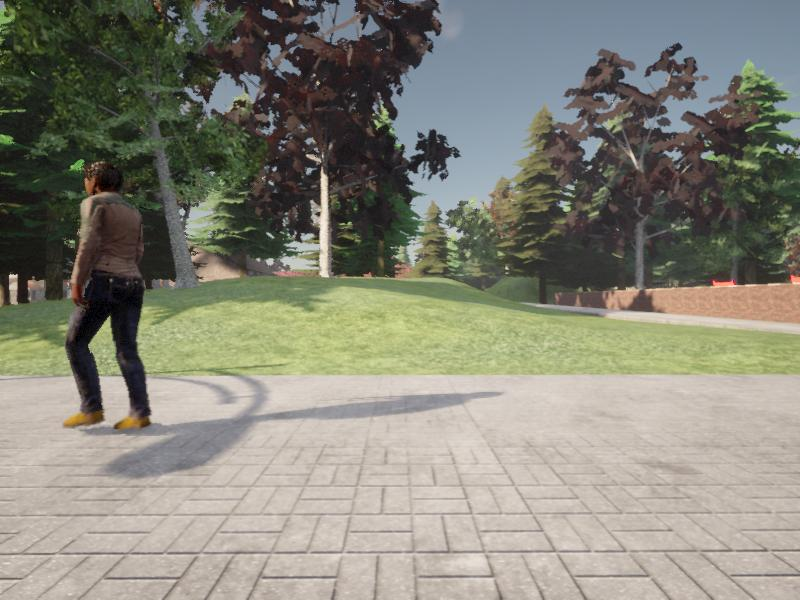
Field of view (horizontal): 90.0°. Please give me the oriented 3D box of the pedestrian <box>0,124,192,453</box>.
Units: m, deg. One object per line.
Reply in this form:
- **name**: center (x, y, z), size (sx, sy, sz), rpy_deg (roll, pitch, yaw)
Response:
- **pedestrian**: center (-1.992, -0.065, 2.693), size (0.751, 1.860, 0.751), rpy_deg (0, 0, 10)
